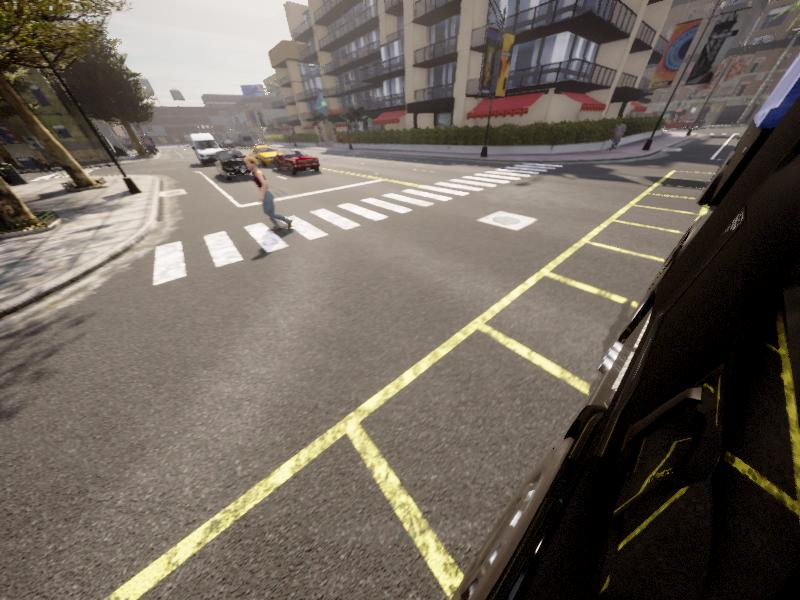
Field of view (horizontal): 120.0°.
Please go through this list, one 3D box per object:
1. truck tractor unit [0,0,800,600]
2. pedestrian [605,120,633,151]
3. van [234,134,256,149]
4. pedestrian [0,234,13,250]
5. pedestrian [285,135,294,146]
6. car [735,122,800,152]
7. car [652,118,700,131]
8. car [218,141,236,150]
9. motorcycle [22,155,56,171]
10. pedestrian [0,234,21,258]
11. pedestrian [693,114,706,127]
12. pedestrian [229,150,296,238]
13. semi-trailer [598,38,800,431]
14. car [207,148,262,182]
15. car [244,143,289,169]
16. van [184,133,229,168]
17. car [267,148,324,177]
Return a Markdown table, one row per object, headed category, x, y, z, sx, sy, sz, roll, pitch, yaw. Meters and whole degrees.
| category | x | y | z | sx | sy | sz | roll | pitch | yaw |
| --- | --- | --- | --- | --- | --- | --- | --- | --- | --- |
| truck tractor unit | 2.645 | -0.295 | 0.351 | 6.516 | 4.208 | 3.053 | -28 | 44 | -30 |
| pedestrian | 16.523 | -12.448 | 17.486 | 0.751 | 1.860 | 0.751 | -27 | 43 | -29 |
| van | -33.215 | -34.018 | 49.542 | 1.988 | 2.561 | 5.915 | -28 | 43 | -30 |
| pedestrian | -10.251 | -1.875 | 5.026 | 0.751 | 1.860 | 0.751 | -2 | 37 | 1 |
| pedestrian | -22.208 | -32.064 | 46.457 | 0.751 | 1.860 | 0.751 | -31 | 45 | -33 |
| car | 26.197 | -11.669 | 16.484 | 5.357 | 1.411 | 2.033 | -28 | 43 | -30 |
| car | 49.681 | -31.718 | 41.727 | 2.152 | 1.651 | 5.027 | -26 | 42 | -28 |
| car | -36.466 | -32.569 | 48.684 | 1.837 | 1.490 | 4.892 | -28 | 43 | -30 |
| motorcycle | -38.418 | -14.600 | 24.584 | 2.356 | 1.277 | 0.764 | 10 | 49 | 17 |
| pedestrian | -9.530 | -1.472 | 4.906 | 0.751 | 1.300 | 0.751 | 6 | 37 | 11 |
| pedestrian | 58.716 | -35.194 | 45.312 | 0.751 | 1.860 | 0.751 | 18 | 42 | 26 |
| pedestrian | -3.471 | -2.699 | 5.942 | 0.751 | 1.860 | 0.751 | -26 | 43 | -28 |
| semi-trailer | 8.698 | -3.599 | 4.238 | 14.254 | 4.402 | 2.717 | -28 | 43 | -30 |
| car | -11.117 | -9.089 | 15.398 | 1.837 | 1.490 | 4.892 | -28 | 44 | -30 |
| car | -11.896 | -12.870 | 20.467 | 1.801 | 1.575 | 5.366 | -28 | 44 | -30 |
| van | -19.221 | -14.935 | 22.926 | 1.988 | 2.561 | 5.915 | -28 | 44 | -30 |
| car | -7.430 | -9.761 | 16.225 | 1.895 | 1.301 | 4.718 | -28 | 44 | -30 |
